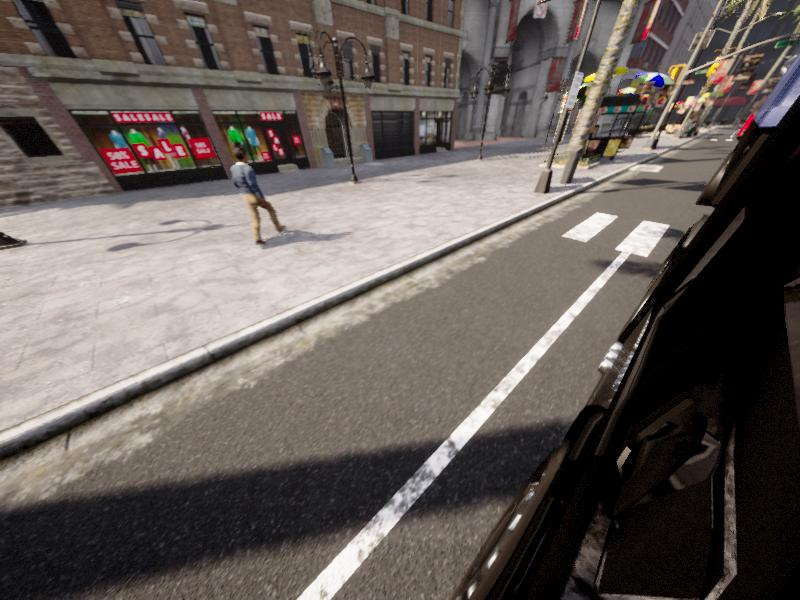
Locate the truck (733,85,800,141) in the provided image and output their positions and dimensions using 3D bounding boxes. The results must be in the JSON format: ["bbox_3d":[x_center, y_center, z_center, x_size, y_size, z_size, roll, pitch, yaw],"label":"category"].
[{"bbox_3d":[36.752,-18.269,22.715,8.468,3.827,2.891,-28,44,-30],"label":"truck"}]

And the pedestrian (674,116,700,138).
[{"bbox_3d":[31.169,-18.807,25.115,0.751,1.860,0.751,-6,37,-5],"label":"pedestrian"}]

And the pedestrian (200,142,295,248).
[{"bbox_3d":[-3.018,-2.128,4.815,0.751,1.860,0.751,6,38,11],"label":"pedestrian"}]

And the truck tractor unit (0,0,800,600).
[{"bbox_3d":[2.645,-0.295,0.351,6.516,4.208,3.053,-28,44,-30],"label":"truck tractor unit"}]

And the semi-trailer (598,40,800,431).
[{"bbox_3d":[8.696,-3.598,4.242,14.254,4.402,2.717,-28,44,-30],"label":"semi-trailer"}]
